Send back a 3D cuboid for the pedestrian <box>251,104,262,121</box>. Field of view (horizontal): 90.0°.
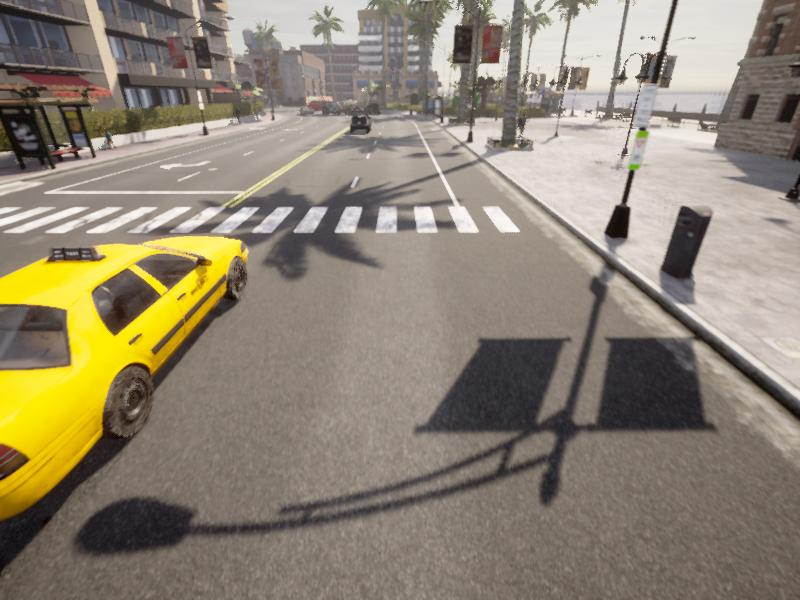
[{"bbox_3d":[-17.108,-22.335,47.665,0.751,1.860,0.751,-1,27,-2],"label":"pedestrian"}]

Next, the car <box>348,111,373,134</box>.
[{"bbox_3d":[-3.500,-16.052,36.088,1.851,1.617,3.988,0,27,0],"label":"car"}]

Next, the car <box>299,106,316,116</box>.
[{"bbox_3d":[-15.114,-30.700,64.921,1.895,1.301,4.718,-9,29,-18],"label":"car"}]

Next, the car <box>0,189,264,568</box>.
[{"bbox_3d":[-3.501,0.001,4.897,1.801,1.575,5.366,0,27,0],"label":"car"}]

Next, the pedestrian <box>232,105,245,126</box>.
[{"bbox_3d":[-16.561,-18.920,41.023,0.751,1.860,0.751,1,27,1],"label":"pedestrian"}]

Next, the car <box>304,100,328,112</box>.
[{"bbox_3d":[-17.016,-39.328,80.901,2.150,2.045,5.566,-19,33,-32],"label":"car"}]

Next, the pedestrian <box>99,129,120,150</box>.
[{"bbox_3d":[-16.817,-9.321,23.189,0.500,1.100,0.500,1,27,3],"label":"pedestrian"}]

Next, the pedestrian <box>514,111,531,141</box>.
[{"bbox_3d":[8.290,-11.796,27.128,0.751,1.860,0.751,0,27,1],"label":"pedestrian"}]

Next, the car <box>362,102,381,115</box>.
[{"bbox_3d":[-4.764,-32.048,66.909,1.905,1.878,3.866,-11,29,-21],"label":"car"}]

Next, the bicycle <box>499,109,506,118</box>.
[{"bbox_3d":[14.132,-25.699,55.148,0.373,1.024,1.643,0,27,-1],"label":"bicycle"}]

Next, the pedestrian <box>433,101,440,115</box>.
[{"bbox_3d":[5.696,-30.139,62.804,0.751,1.860,0.751,-6,28,-11],"label":"pedestrian"}]

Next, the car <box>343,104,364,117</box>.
[{"bbox_3d":[-7.513,-30.639,64.538,2.242,1.667,4.611,-9,29,-18],"label":"car"}]

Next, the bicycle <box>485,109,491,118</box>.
[{"bbox_3d":[12.119,-25.687,55.128,0.373,1.024,1.643,0,27,-1],"label":"bicycle"}]

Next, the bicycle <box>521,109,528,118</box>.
[{"bbox_3d":[17.149,-25.717,55.177,0.373,1.024,1.643,0,27,-1],"label":"bicycle"}]

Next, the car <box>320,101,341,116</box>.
[{"bbox_3d":[-11.132,-30.773,64.254,2.150,2.045,5.566,-9,29,-18],"label":"car"}]
